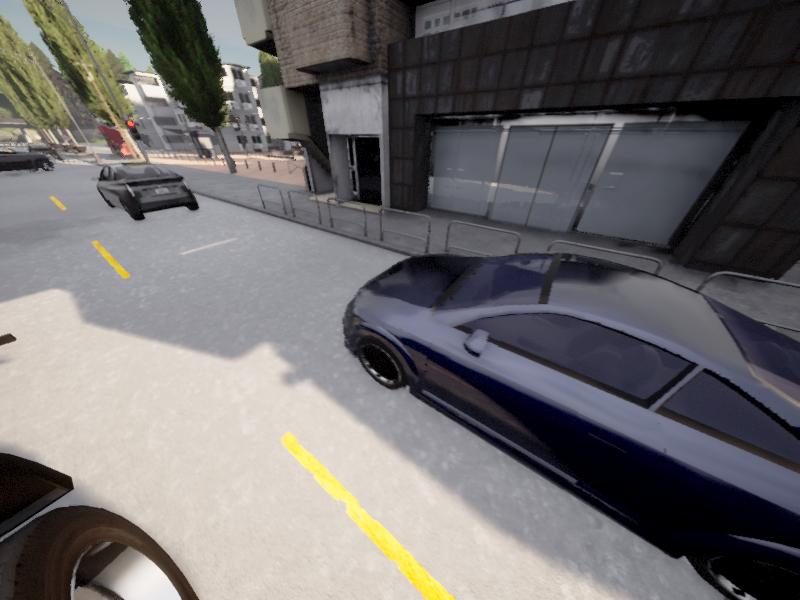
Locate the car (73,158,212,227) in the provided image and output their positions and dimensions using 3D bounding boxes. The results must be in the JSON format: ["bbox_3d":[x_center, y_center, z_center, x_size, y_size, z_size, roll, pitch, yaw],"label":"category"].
[{"bbox_3d":[-9.209,-4.048,8.275,4.514,1.525,2.007,22,40,28],"label":"car"}]

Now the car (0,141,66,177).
[{"bbox_3d":[-27.131,-9.502,15.577,1.932,1.855,4.605,6,35,4],"label":"car"}]

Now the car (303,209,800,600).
[{"bbox_3d":[1.372,0.344,2.255,4.181,1.385,1.994,22,41,28],"label":"car"}]

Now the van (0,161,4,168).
[{"bbox_3d":[-36.610,-12.776,19.583,5.915,2.561,1.988,22,41,28],"label":"van"}]

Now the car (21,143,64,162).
[{"bbox_3d":[-40.166,-16.621,25.929,4.892,1.490,1.837,22,41,27],"label":"car"}]

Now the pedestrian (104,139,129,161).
[{"bbox_3d":[-29.069,-15.412,23.756,0.751,1.860,0.751,-20,40,-26],"label":"pedestrian"}]
